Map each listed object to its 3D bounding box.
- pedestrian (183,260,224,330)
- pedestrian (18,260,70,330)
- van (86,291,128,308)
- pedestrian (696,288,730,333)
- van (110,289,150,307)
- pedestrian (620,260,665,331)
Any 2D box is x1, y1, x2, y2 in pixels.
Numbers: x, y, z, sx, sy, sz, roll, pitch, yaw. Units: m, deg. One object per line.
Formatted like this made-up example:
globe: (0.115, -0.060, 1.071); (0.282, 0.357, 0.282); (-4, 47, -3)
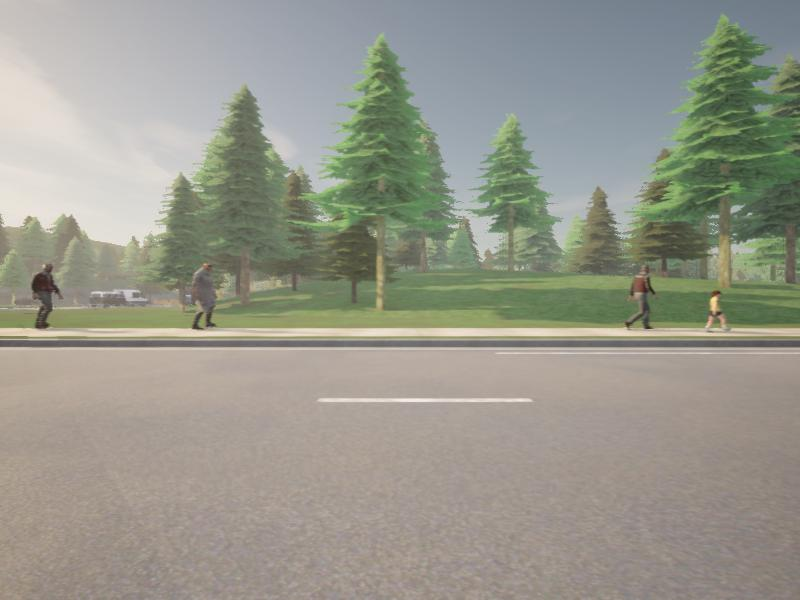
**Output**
pedestrian: (-5.360, -0.128, 10.937); (0.751, 1.860, 0.751); (0, 0, 0)
pedestrian: (-9.735, -0.129, 10.969); (0.751, 1.860, 0.751); (0, 0, 0)
van: (-37.591, -0.038, 51.529); (2.069, 2.038, 4.480); (0, 0, 1)
pedestrian: (7.875, 0.255, 10.077); (0.500, 1.100, 0.500); (0, 0, 7)
van: (-40.984, -0.308, 60.953); (1.988, 2.561, 5.915); (0, 0, 1)
pedestrian: (6.539, -0.125, 10.825); (0.751, 1.860, 0.751); (0, 0, 0)
